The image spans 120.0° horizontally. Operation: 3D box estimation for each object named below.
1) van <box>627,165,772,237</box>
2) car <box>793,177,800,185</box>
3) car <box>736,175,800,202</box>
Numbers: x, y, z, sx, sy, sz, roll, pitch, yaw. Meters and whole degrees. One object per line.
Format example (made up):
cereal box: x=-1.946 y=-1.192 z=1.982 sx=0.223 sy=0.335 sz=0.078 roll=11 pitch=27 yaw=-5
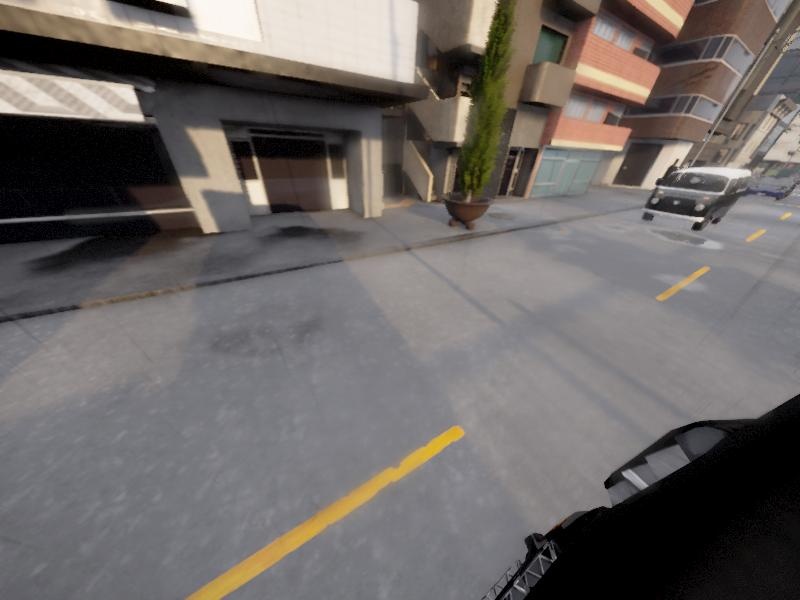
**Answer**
van: x=11.886 y=-4.132 z=9.245 sx=4.480 sy=2.038 sz=2.069 roll=-16 pitch=38 yaw=-26
car: x=60.385 y=-17.724 z=33.960 sx=4.193 sy=1.474 sz=1.816 roll=-16 pitch=38 yaw=-26
car: x=29.436 y=-8.903 z=18.292 sx=4.792 sy=1.488 sz=2.163 roll=-16 pitch=38 yaw=-26
